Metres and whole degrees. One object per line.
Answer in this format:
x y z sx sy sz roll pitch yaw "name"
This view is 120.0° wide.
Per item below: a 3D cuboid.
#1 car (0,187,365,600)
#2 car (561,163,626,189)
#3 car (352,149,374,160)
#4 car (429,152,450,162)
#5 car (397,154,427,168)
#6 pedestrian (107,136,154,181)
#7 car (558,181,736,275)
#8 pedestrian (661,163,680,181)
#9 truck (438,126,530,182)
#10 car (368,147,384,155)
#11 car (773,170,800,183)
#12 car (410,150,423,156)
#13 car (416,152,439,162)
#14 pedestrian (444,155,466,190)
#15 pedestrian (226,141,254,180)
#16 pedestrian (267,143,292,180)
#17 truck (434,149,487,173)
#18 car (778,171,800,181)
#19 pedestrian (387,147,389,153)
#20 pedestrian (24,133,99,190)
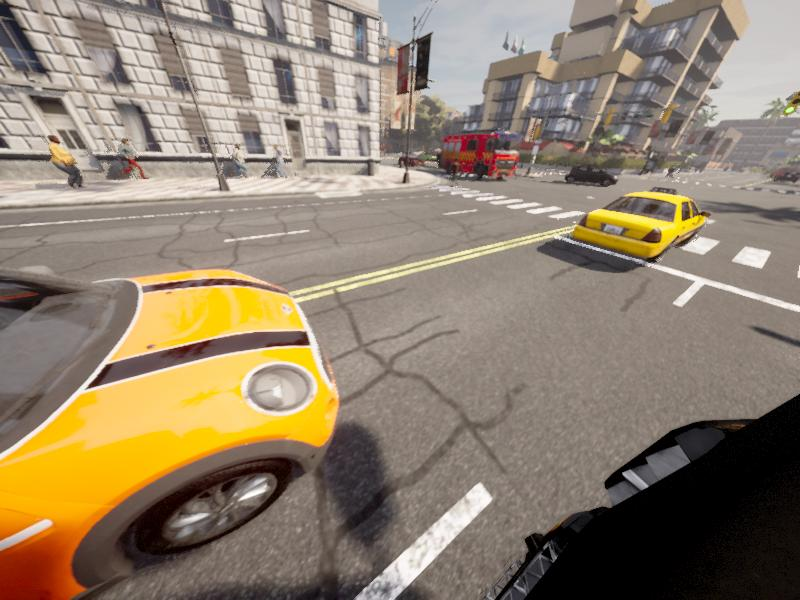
-2.735 0.658 1.127 4.553 1.767 2.097 -17 39 -28 "car"
17.149 -11.238 20.756 3.988 1.617 1.851 20 37 23 "car"
-6.824 -26.611 42.171 1.837 1.490 4.892 -19 39 -30 "car"
7.835 -28.907 46.658 1.851 1.617 3.988 -18 39 -28 "car"
1.589 -19.085 31.593 1.994 1.385 4.181 -18 39 -28 "car"
-13.324 -7.024 11.507 0.751 1.860 0.751 -18 39 -28 "pedestrian"
7.197 -2.370 6.649 5.366 1.575 1.801 -17 39 -28 "car"
34.226 -16.176 29.242 0.751 1.860 0.751 -17 38 -27 "pedestrian"
7.372 -14.113 22.327 2.891 3.827 8.468 -11 36 -20 "truck"
-6.776 -41.956 65.177 2.152 1.651 5.027 -18 39 -28 "car"
66.120 -20.988 39.169 4.611 1.667 2.242 -18 39 -28 "car"
5.369 -46.984 73.774 3.633 1.501 1.845 -18 39 -28 "car"
5.248 -27.602 44.566 2.007 1.525 4.514 -18 39 -28 "car"
3.504 -8.190 14.838 0.751 1.860 0.751 -27 44 -37 "pedestrian"
-9.223 -8.052 13.372 0.751 1.860 0.751 -10 36 -18 "pedestrian"
-7.277 -8.370 14.002 0.751 1.860 0.751 -23 41 -33 "pedestrian"
7.449 -17.738 29.356 2.390 2.098 6.274 -18 39 -28 "truck"
74.142 -23.520 43.857 4.181 1.385 1.994 -20 40 -31 "car"
-4.071 -50.892 78.315 0.751 1.860 0.751 2 34 -1 "pedestrian"
-13.167 -5.411 9.088 0.751 1.860 0.751 -18 39 -28 "pedestrian"
